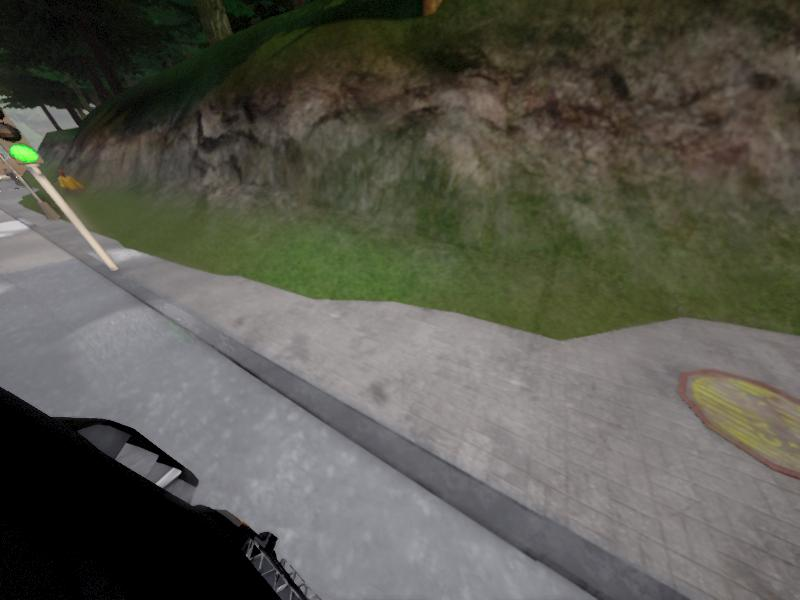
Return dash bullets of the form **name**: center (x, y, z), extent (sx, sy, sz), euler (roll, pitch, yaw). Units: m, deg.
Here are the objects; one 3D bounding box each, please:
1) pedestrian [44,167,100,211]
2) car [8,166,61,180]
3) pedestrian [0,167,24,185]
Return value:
- **pedestrian**: center (-16.073, -5.476, 11.411), extent (0.751, 1.860, 0.751), euler (27, 44, 36)
- **car**: center (-64.822, -22.661, 41.111), extent (2.097, 1.767, 4.553), euler (16, 38, 26)
- **pedestrian**: center (-47.685, -15.189, 28.332), extent (0.751, 1.860, 0.751), euler (16, 38, 26)
